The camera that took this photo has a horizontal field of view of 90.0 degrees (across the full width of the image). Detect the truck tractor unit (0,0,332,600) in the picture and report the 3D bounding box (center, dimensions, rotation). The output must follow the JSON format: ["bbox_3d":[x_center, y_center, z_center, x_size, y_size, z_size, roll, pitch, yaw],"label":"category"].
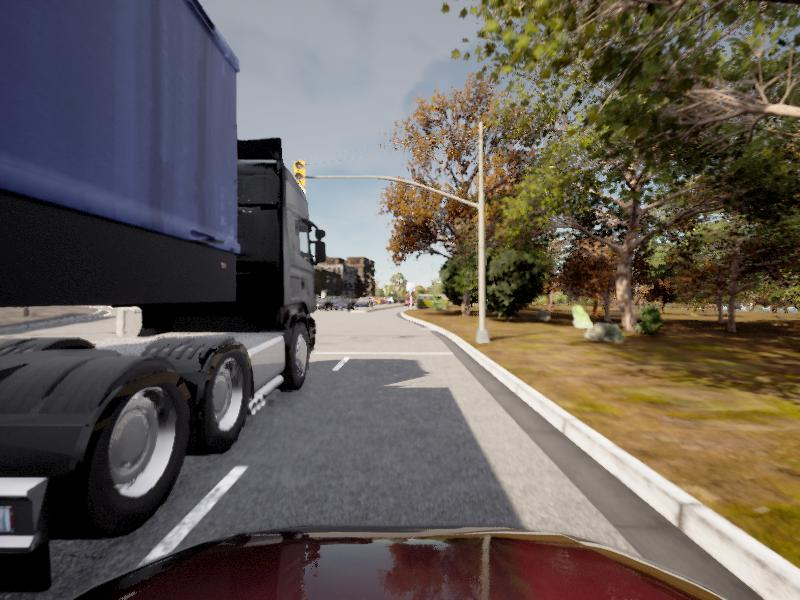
[{"bbox_3d":[-2.989,-0.516,5.180,3.053,4.208,6.516,0,0,0],"label":"truck tractor unit"}]

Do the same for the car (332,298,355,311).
[{"bbox_3d":[-6.768,0.558,48.515,1.816,1.474,4.193,0,0,5],"label":"car"}]

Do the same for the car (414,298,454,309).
[{"bbox_3d":[4.907,0.477,57.980,5.366,1.575,1.946,1,0,-14],"label":"car"}]

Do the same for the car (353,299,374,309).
[{"bbox_3d":[-5.533,0.523,60.777,2.163,1.488,4.792,0,0,7],"label":"car"}]

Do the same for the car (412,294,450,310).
[{"bbox_3d":[4.015,0.268,52.012,4.442,1.987,1.878,1,0,-14],"label":"car"}]

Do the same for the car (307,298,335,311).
[{"bbox_3d":[-9.694,0.546,49.578,2.128,1.511,4.902,0,0,5],"label":"car"}]

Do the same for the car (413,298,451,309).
[{"bbox_3d":[4.876,0.466,60.831,5.366,1.575,1.946,1,1,-13],"label":"car"}]

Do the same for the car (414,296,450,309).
[{"bbox_3d":[4.385,0.361,54.984,4.553,1.767,2.185,1,0,-14],"label":"car"}]
